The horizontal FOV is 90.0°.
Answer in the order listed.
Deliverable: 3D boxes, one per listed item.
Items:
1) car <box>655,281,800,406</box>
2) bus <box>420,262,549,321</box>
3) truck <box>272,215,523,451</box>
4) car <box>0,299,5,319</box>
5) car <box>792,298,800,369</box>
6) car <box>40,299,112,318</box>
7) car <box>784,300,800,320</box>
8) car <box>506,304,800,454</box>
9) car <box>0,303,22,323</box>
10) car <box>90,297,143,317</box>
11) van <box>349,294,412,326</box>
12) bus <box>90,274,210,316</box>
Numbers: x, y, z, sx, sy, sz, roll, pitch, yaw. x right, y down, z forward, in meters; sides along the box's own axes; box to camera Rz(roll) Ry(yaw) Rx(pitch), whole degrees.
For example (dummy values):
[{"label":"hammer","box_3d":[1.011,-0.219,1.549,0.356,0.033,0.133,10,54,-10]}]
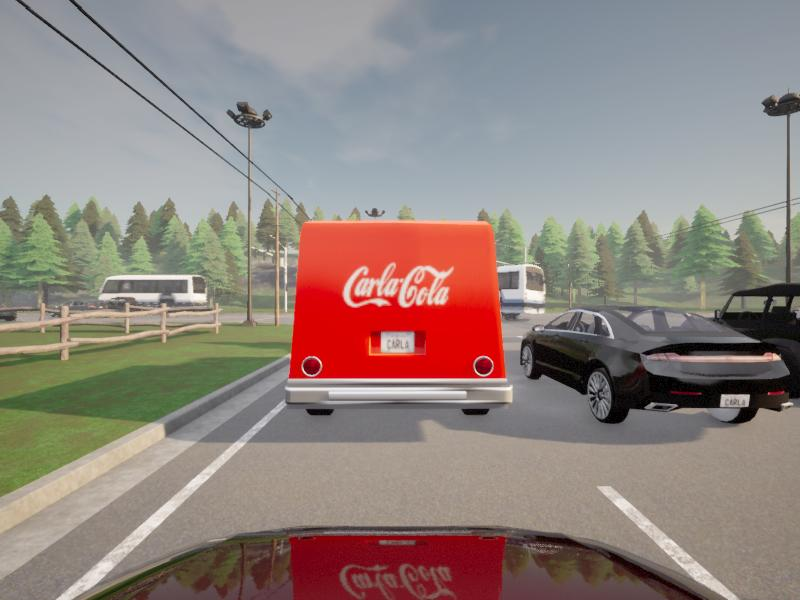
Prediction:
[{"label":"car","box_3d":[6.960,0.646,7.491,1.905,1.878,3.866,0,0,0]},{"label":"bus","box_3d":[6.772,-0.540,33.936,3.944,4.253,10.273,3,-2,-43]},{"label":"truck","box_3d":[-0.037,0.354,6.792,2.627,2.467,5.204,0,0,0]},{"label":"car","box_3d":[-35.359,0.756,32.313,4.611,1.667,2.242,0,0,0]},{"label":"car","box_3d":[10.472,0.781,7.069,2.152,1.651,5.027,0,0,0]},{"label":"car","box_3d":[-28.903,0.756,35.778,4.611,1.667,2.242,0,0,1]},{"label":"car","box_3d":[34.461,0.800,32.240,5.366,1.575,1.801,0,0,0]},{"label":"car","box_3d":[3.464,0.836,6.582,2.128,1.511,4.902,0,0,0]},{"label":"car","box_3d":[-30.224,0.907,28.765,4.181,1.385,1.994,0,0,1]},{"label":"car","box_3d":[-27.772,0.645,39.226,3.866,1.878,1.905,0,0,1]},{"label":"van","box_3d":[-1.402,0.599,27.052,1.775,1.987,4.442,1,0,-44]},{"label":"bus","box_3d":[-26.383,-0.534,42.676,10.273,4.253,3.944,0,0,1]}]
